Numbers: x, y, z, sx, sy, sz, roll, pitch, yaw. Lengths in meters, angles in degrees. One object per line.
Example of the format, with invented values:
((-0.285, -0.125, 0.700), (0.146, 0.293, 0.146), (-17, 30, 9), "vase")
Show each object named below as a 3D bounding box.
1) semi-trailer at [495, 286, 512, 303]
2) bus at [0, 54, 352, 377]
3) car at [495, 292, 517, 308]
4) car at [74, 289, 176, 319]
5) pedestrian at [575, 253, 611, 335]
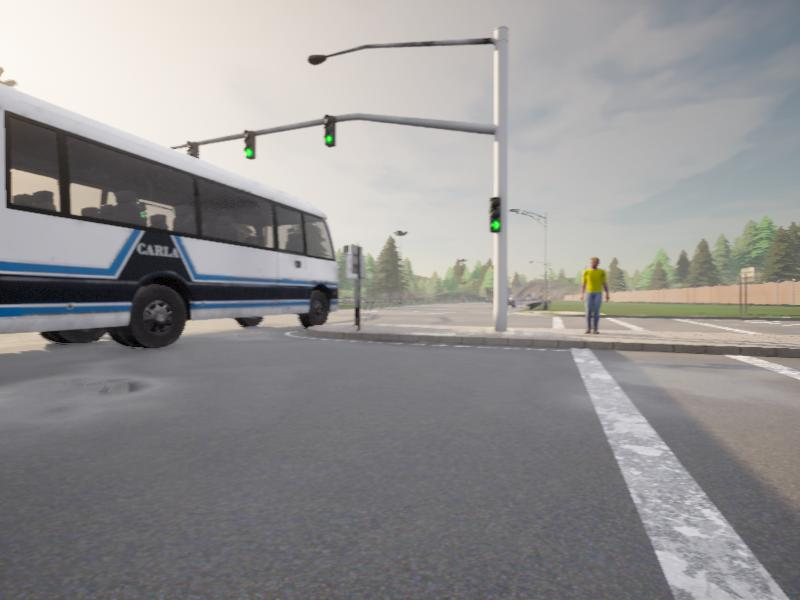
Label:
((27.404, -1.380, 105.792), (2.717, 4.402, 14.254), (0, 0, 21), "semi-trailer")
((-5.407, -1.160, 10.412), (3.944, 4.253, 10.273), (0, 1, 21), "bus")
((12.652, 0.020, 47.562), (2.097, 1.767, 4.553), (0, 0, 21), "car")
((-14.732, 0.189, 21.446), (4.792, 1.488, 2.163), (0, 0, 21), "car")
((4.629, -0.130, 9.588), (0.751, 1.860, 0.751), (0, 0, 27), "pedestrian")
